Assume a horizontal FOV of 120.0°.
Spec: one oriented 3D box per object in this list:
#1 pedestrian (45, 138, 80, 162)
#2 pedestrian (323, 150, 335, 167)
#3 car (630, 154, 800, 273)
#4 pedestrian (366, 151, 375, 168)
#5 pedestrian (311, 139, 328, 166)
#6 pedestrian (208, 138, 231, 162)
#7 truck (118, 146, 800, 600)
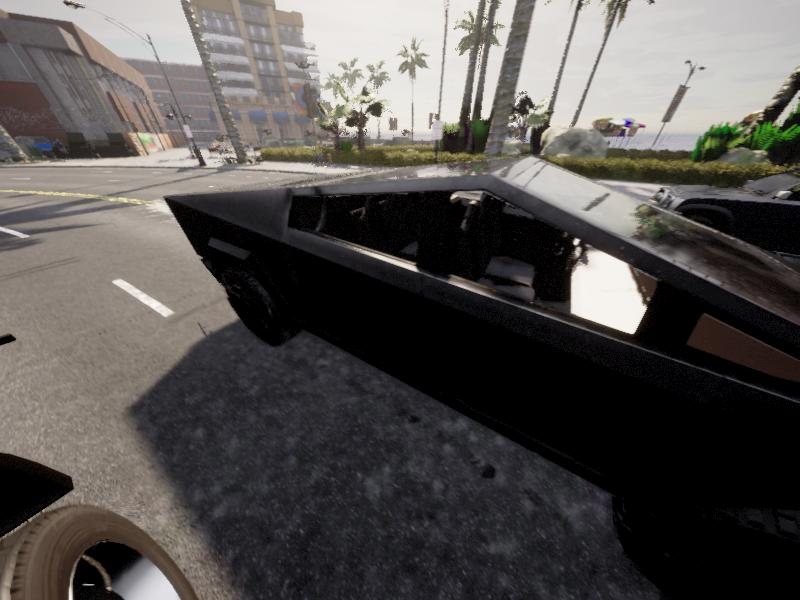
[{"bbox_3d":[-31.620,-14.113,21.681,0.751,1.860,0.751,1,35,1],"label":"pedestrian"},{"bbox_3d":[-5.641,-11.261,18.429,0.500,1.100,0.500,15,38,20],"label":"pedestrian"},{"bbox_3d":[8.429,-1.846,4.886,4.605,1.855,1.932,24,41,29],"label":"car"},{"bbox_3d":[-2.327,-11.140,18.273,0.500,1.100,0.500,8,36,11],"label":"pedestrian"},{"bbox_3d":[-6.582,-12.123,18.982,0.751,1.860,0.751,13,37,17],"label":"pedestrian"},{"bbox_3d":[-16.698,-13.878,21.410,0.751,1.860,0.751,1,35,2],"label":"pedestrian"},{"bbox_3d":[0.441,-0.264,2.438,6.274,2.098,2.390,20,40,25],"label":"truck"}]
